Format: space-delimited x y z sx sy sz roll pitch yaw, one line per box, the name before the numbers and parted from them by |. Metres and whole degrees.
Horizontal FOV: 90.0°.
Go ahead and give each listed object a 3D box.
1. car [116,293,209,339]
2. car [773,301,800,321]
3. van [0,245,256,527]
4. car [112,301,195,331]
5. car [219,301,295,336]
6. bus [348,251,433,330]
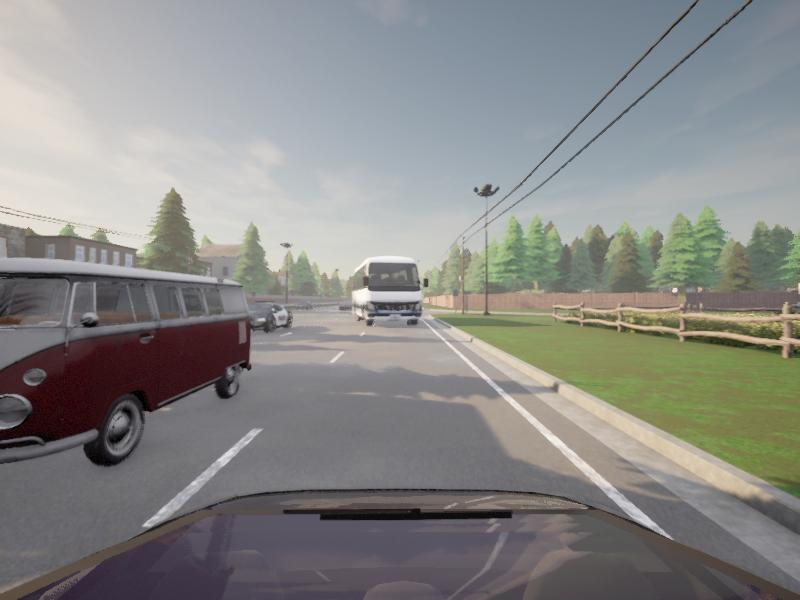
car | -10.500 0.645 18.076 1.905 1.878 3.866 0 0 0
car | 31.701 0.824 30.025 4.974 1.542 2.038 0 0 25
van | -3.499 0.597 5.033 1.775 1.987 4.442 0 0 0
car | -13.997 0.828 23.110 2.007 1.525 4.514 0 0 0
car | -6.998 0.824 20.244 2.038 1.542 4.974 0 0 0
bus | -1.137 -0.535 27.005 3.944 4.253 10.273 0 0 -12
